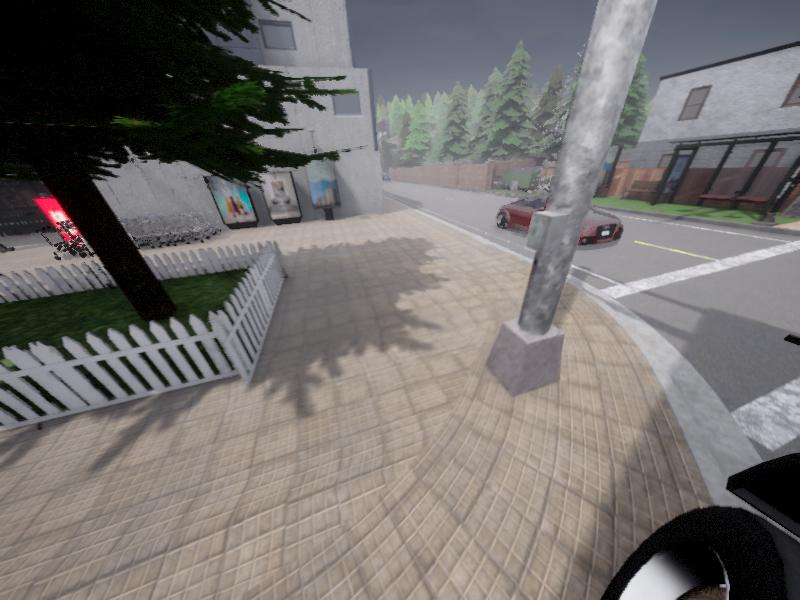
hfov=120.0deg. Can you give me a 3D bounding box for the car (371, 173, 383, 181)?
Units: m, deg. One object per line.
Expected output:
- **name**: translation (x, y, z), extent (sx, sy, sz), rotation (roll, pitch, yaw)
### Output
- **car**: translation (-5.102, -27.509, 51.574), extent (1.789, 1.549, 3.705), rotation (-11, 31, -12)

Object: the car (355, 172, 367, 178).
- **car**: translation (-12.357, -39.565, 73.145), extent (2.242, 1.667, 4.611), rotation (-14, 32, -18)

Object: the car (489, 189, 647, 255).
- **car**: translation (5.521, -3.080, 8.460), extent (1.994, 1.385, 4.181), rotation (-11, 31, -13)

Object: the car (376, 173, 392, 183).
- **car**: translation (-3.172, -24.214, 45.707), extent (2.007, 1.525, 4.514), rotation (-11, 31, -12)

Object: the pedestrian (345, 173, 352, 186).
- **pedestrian**: translation (-8.473, -19.809, 37.953), extent (0.751, 1.860, 0.751), rotation (-12, 31, -14)
